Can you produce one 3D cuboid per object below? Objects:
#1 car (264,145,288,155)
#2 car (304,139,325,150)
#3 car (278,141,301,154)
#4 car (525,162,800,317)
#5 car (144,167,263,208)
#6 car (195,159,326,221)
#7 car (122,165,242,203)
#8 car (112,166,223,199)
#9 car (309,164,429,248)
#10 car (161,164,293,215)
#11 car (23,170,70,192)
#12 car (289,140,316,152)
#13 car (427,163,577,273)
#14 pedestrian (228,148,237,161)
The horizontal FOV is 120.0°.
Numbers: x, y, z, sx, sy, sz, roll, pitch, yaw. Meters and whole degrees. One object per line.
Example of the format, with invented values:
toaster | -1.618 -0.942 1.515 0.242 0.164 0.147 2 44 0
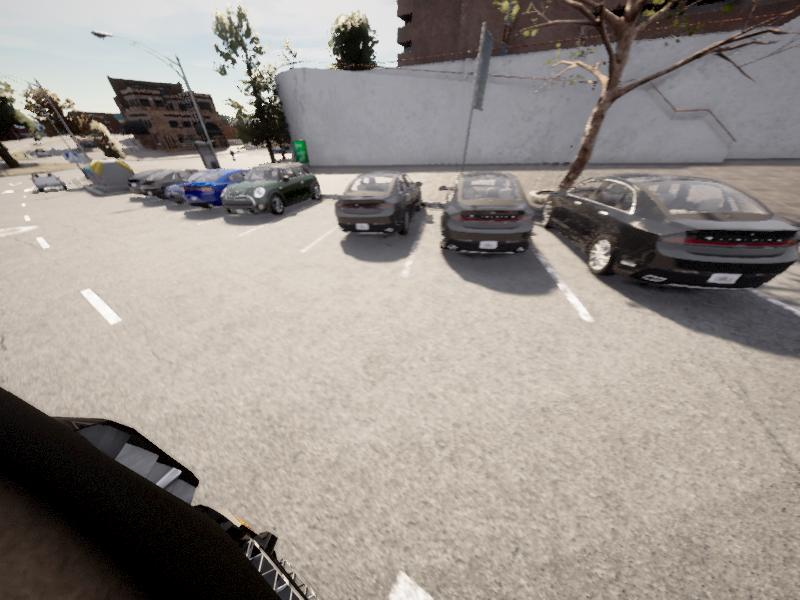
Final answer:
car | -27.396 -33.095 50.981 5.008 1.535 2.097 22 45 27
car | -20.262 -36.922 54.812 4.442 1.987 1.878 22 46 27
car | -24.891 -34.436 52.093 4.442 1.987 1.878 22 45 27
car | 4.643 -1.824 4.841 2.231 1.521 4.892 4 34 10
car | -10.451 -6.435 12.898 2.002 1.452 4.674 6 34 12
car | -5.478 -4.994 10.077 2.185 1.767 4.553 6 34 11
car | -12.927 -7.281 14.278 2.231 1.521 4.892 6 34 13
car | -15.366 -8.106 15.752 2.163 1.488 4.792 6 34 13
car | -0.454 -3.323 7.441 2.231 1.521 4.892 4 34 11
car | -7.980 -5.662 11.484 2.097 1.535 5.008 5 34 12
car | -33.238 -11.237 21.771 3.633 1.501 1.845 21 40 31
car | -22.604 -35.706 53.447 5.566 2.045 2.435 22 46 27
car | 2.086 -2.568 6.132 2.231 1.521 4.892 4 34 10
pedestrian | -31.221 -27.089 43.024 0.751 1.860 0.751 -22 42 -29
